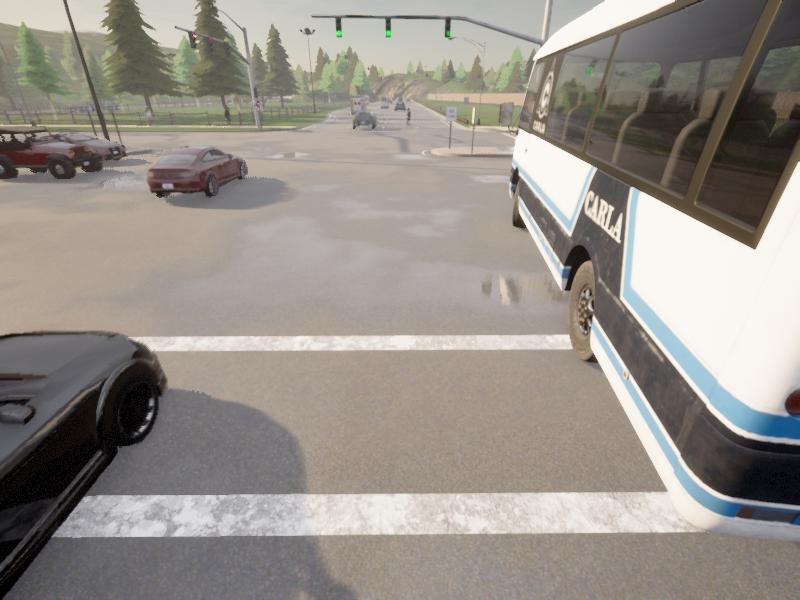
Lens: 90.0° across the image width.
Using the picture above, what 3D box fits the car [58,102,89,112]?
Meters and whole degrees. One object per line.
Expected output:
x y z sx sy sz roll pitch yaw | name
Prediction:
-68.045 -40.245 83.376 2.152 1.651 5.027 0 27 0 | car

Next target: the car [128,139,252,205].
-6.992 -4.627 14.018 1.812 1.442 4.674 0 27 0 | car

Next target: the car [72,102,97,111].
-64.554 -39.637 81.985 1.851 1.617 3.988 0 27 0 | car

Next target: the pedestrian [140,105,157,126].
-24.995 -18.305 39.768 0.751 1.860 0.751 2 27 4 | pedestrian

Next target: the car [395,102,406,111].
0.066 -40.995 84.590 2.242 1.667 4.611 0 27 0 | car

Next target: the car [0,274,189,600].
-3.502 1.305 2.567 1.994 1.385 4.181 0 27 0 | car

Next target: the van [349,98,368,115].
-6.945 -32.801 67.713 2.351 2.431 6.366 0 27 0 | van

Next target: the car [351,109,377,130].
-3.470 -18.007 39.833 2.152 1.651 5.027 0 27 0 | car

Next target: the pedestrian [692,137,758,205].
9.771 -3.907 12.110 0.751 1.860 0.751 -4 27 -7 | pedestrian

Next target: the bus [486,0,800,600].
3.874 -2.107 6.050 3.944 4.253 10.273 3 27 6 | bus

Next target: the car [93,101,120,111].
-61.046 -40.369 83.280 2.033 1.649 4.856 0 27 0 | car

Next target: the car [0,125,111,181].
-14.526 -5.966 16.133 3.866 1.878 1.905 0 27 1 | car

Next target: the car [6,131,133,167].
-15.820 -7.344 19.382 4.181 1.385 1.994 0 27 1 | car

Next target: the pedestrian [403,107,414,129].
0.830 -17.664 38.852 0.751 1.860 0.751 11 29 21 | pedestrian

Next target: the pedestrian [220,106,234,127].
-16.916 -17.999 39.173 0.751 1.860 0.751 2 27 3 | pedestrian
